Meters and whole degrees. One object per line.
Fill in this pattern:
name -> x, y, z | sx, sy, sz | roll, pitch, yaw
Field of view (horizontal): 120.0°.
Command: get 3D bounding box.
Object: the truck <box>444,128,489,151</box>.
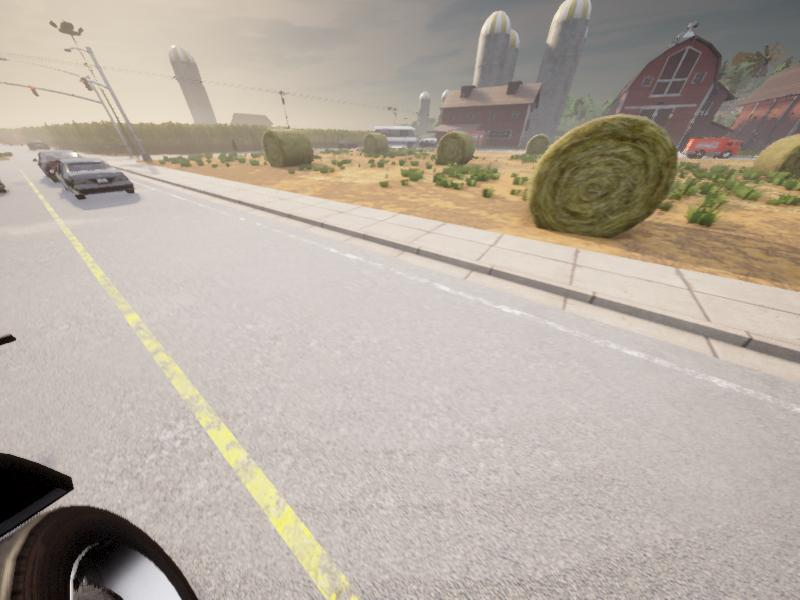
truck -> 14.335, -34.993, 50.327 | 8.468, 3.827, 2.891 | 20, 39, 25

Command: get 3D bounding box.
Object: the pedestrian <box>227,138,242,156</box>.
pedestrian -> -21.340, -19.801, 29.892 | 0.751, 1.860, 0.751 | 19, 39, 25

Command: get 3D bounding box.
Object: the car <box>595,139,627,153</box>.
car -> 38.923, -28.449, 42.698 | 3.866, 1.878, 1.905 | -8, 42, -8

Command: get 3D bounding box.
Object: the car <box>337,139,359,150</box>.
car -> -11.316, -34.062, 50.561 | 2.097, 1.767, 4.553 | 20, 40, 25

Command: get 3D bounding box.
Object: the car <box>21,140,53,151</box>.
car -> -64.454, -27.523, 41.046 | 4.792, 1.488, 2.163 | 20, 40, 26

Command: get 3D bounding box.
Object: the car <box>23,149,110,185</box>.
car -> -20.186, -8.156, 13.978 | 4.792, 1.488, 2.163 | 22, 41, 28

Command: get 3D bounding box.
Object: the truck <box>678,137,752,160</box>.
truck -> 44.206, -21.526, 32.711 | 5.204, 2.467, 2.627 | 19, 39, 25

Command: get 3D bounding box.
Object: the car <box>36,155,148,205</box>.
car -> -14.144, -5.656, 10.572 | 5.357, 1.411, 2.033 | 22, 41, 28

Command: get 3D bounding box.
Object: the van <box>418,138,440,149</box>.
van -> 6.845, -36.908, 54.512 | 4.480, 2.038, 2.069 | 20, 40, 25

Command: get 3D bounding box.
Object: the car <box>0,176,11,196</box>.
car -> -19.923, -5.550, 10.387 | 4.181, 1.385, 1.994 | 22, 41, 28

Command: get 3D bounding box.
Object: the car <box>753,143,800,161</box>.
car -> 50.395, -19.101, 29.850 | 4.605, 1.855, 1.932 | 19, 39, 25

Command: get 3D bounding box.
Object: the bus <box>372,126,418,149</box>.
bus -> -0.967, -38.087, 54.198 | 10.273, 4.253, 3.944 | 2, 35, 3
